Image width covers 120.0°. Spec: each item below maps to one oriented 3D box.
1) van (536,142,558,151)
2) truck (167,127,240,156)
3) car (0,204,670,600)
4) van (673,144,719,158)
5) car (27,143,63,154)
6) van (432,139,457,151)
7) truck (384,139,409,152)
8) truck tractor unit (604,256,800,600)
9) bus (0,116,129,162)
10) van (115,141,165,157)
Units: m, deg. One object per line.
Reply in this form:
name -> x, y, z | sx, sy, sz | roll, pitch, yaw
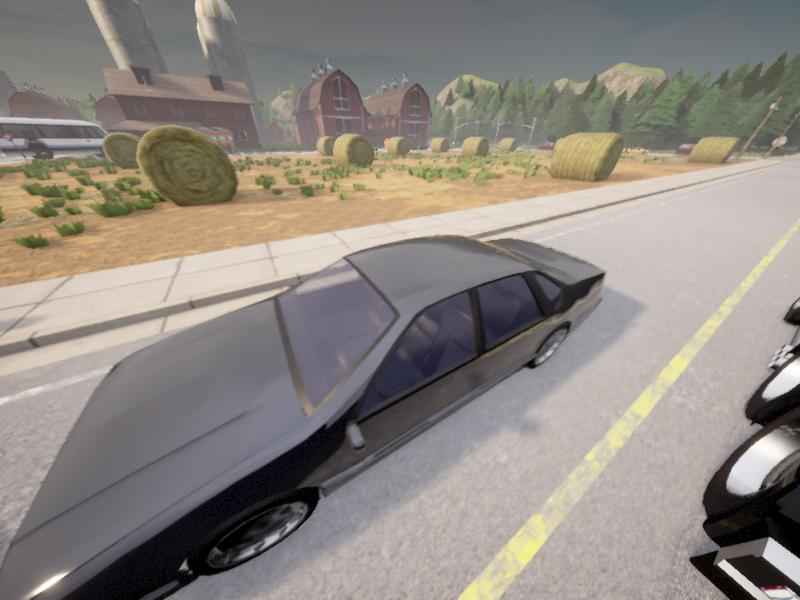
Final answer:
van -> 39.770, -41.540, 62.576 | 1.775, 1.987, 4.442 | -21, 40, -27
truck -> -33.267, -27.229, 39.718 | 8.468, 3.827, 2.891 | -21, 40, -28
car -> 0.141, 0.197, 2.518 | 5.357, 1.411, 2.033 | -19, 39, -25
van -> 52.804, -26.747, 41.325 | 1.775, 1.987, 4.442 | -21, 40, -27
car -> -65.357, -27.995, 42.639 | 2.038, 1.542, 4.974 | -22, 40, -28
van -> 12.034, -41.941, 62.486 | 6.366, 2.431, 2.351 | -21, 40, -28
truck -> -0.825, -36.920, 55.131 | 5.204, 2.467, 2.627 | -21, 40, -28
truck tractor unit -> 5.093, -0.318, 0.809 | 6.516, 4.208, 3.053 | -19, 39, -25
bus -> -44.044, -20.639, 29.761 | 3.944, 4.253, 10.273 | 17, 38, 22
van -> -40.462, -23.687, 36.117 | 4.480, 2.038, 2.069 | -21, 40, -28
